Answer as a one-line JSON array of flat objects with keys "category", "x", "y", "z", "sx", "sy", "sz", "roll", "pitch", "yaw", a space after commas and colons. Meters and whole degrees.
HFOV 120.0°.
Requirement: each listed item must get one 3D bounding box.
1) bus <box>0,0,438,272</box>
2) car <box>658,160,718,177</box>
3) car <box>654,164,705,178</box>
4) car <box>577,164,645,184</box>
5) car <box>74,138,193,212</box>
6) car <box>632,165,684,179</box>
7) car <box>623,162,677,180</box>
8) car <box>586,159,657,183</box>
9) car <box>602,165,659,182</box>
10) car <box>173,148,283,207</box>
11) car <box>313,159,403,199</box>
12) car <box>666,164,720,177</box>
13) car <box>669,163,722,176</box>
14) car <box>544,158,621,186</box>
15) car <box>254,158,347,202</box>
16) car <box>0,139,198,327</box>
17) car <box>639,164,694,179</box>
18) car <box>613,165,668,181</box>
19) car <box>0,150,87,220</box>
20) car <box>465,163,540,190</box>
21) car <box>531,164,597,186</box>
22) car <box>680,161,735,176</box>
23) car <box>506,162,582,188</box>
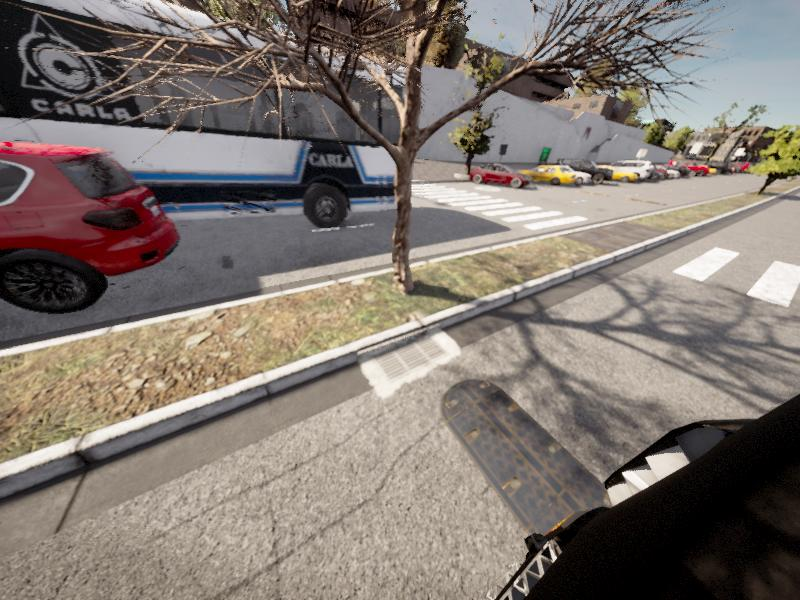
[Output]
[{"category": "bus", "x": -4.605, "y": -4.102, "z": 6.006, "sx": 10.273, "sy": 4.253, "sz": 3.944, "roll": -15, "pitch": 37, "yaw": -27}, {"category": "car", "x": 46.773, "y": -21.551, "z": 37.825, "sx": 5.566, "sy": 2.045, "sz": 2.435, "roll": 25, "pitch": 40, "yaw": 32}, {"category": "car", "x": 44.177, "y": -20.536, "z": 36.673, "sx": 4.792, "sy": 1.488, "sz": 2.163, "roll": 25, "pitch": 40, "yaw": 32}, {"category": "car", "x": 23.582, "y": -14.317, "z": 26.103, "sx": 5.366, "sy": 1.575, "sz": 1.946, "roll": 25, "pitch": 39, "yaw": 31}, {"category": "car", "x": -10.253, "y": -4.944, "z": 8.886, "sx": 4.442, "sy": 1.987, "sz": 1.878, "roll": 26, "pitch": 40, "yaw": 31}, {"category": "car", "x": 36.385, "y": -18.197, "z": 32.782, "sx": 4.674, "sy": 1.452, "sz": 2.002, "roll": 25, "pitch": 40, "yaw": 32}, {"category": "car", "x": 33.779, "y": -17.570, "z": 31.401, "sx": 4.553, "sy": 1.767, "sz": 2.185, "roll": 25, "pitch": 40, "yaw": 32}, {"category": "car", "x": 26.014, "y": -15.363, "z": 27.393, "sx": 5.566, "sy": 2.045, "sz": 2.435, "roll": 25, "pitch": 40, "yaw": 31}, {"category": "car", "x": 28.591, "y": -15.893, "z": 28.858, "sx": 4.792, "sy": 1.488, "sz": 2.163, "roll": 25, "pitch": 40, "yaw": 31}, {"category": "car", "x": -7.571, "y": -5.543, "z": 10.187, "sx": 4.553, "sy": 1.767, "sz": 2.185, "roll": 26, "pitch": 40, "yaw": 31}, {"category": "car", "x": -2.416, "y": -6.893, "z": 12.928, "sx": 4.792, "sy": 1.488, "sz": 2.163, "roll": 26, "pitch": 39, "yaw": 31}, {"category": "car", "x": 49.475, "y": -22.062, "z": 39.181, "sx": 5.366, "sy": 1.575, "sz": 1.946, "roll": 25, "pitch": 40, "yaw": 32}, {"category": "car", "x": 51.771, "y": -22.970, "z": 40.677, "sx": 5.366, "sy": 1.575, "sz": 1.946, "roll": 25, "pitch": 40, "yaw": 32}, {"category": "car", "x": 18.298, "y": -13.071, "z": 23.411, "sx": 5.566, "sy": 2.045, "sz": 2.435, "roll": 26, "pitch": 39, "yaw": 31}, {"category": "car", "x": -5.029, "y": -6.149, "z": 11.611, "sx": 4.674, "sy": 1.452, "sz": 2.002, "roll": 26, "pitch": 40, "yaw": 31}, {"category": "car", "x": -6.540, "y": -0.807, "z": 2.846, "sx": 5.566, "sy": 2.045, "sz": 2.150, "roll": -16, "pitch": 38, "yaw": -26}, {"category": "car", "x": 38.979, "y": -19.004, "z": 34.057, "sx": 5.008, "sy": 1.535, "sz": 2.097, "roll": 25, "pitch": 40, "yaw": 32}, {"category": "car", "x": 31.211, "y": -16.645, "z": 30.171, "sx": 4.674, "sy": 1.452, "sz": 2.002, "roll": 25, "pitch": 39, "yaw": 32}, {"category": "car", "x": -12.737, "y": -3.973, "z": 7.625, "sx": 4.892, "sy": 1.521, "sz": 2.231, "roll": 26, "pitch": 40, "yaw": 31}, {"category": "car", "x": 7.931, "y": -9.857, "z": 18.248, "sx": 4.792, "sy": 1.488, "sz": 2.163, "roll": 26, "pitch": 39, "yaw": 31}, {"category": "car", "x": 15.669, "y": -12.091, "z": 22.256, "sx": 4.674, "sy": 1.452, "sz": 2.002, "roll": 26, "pitch": 39, "yaw": 31}, {"category": "car", "x": 57.071, "y": -24.665, "z": 43.073, "sx": 5.566, "sy": 2.045, "sz": 2.435, "roll": 25, "pitch": 40, "yaw": 32}, {"category": "car", "x": 12.938, "y": -11.444, "z": 20.994, "sx": 5.366, "sy": 1.575, "sz": 1.946, "roll": 26, "pitch": 40, "yaw": 31}]
